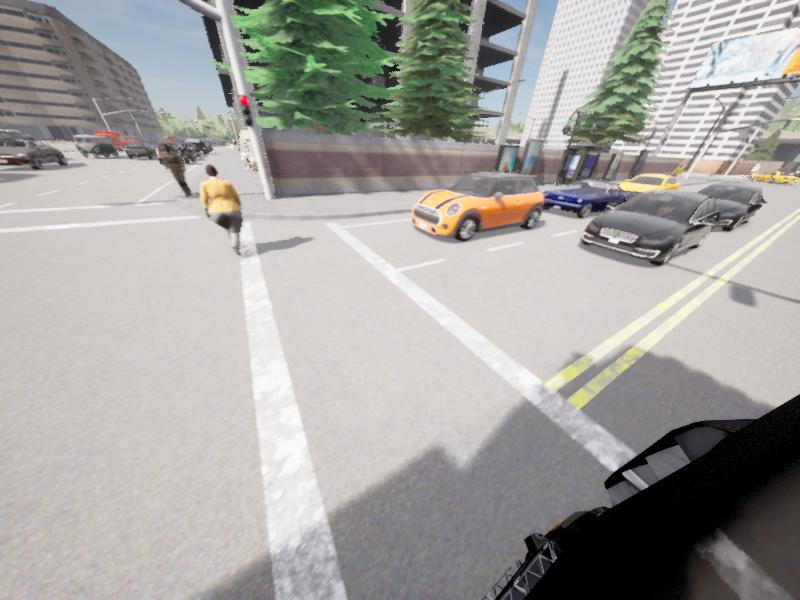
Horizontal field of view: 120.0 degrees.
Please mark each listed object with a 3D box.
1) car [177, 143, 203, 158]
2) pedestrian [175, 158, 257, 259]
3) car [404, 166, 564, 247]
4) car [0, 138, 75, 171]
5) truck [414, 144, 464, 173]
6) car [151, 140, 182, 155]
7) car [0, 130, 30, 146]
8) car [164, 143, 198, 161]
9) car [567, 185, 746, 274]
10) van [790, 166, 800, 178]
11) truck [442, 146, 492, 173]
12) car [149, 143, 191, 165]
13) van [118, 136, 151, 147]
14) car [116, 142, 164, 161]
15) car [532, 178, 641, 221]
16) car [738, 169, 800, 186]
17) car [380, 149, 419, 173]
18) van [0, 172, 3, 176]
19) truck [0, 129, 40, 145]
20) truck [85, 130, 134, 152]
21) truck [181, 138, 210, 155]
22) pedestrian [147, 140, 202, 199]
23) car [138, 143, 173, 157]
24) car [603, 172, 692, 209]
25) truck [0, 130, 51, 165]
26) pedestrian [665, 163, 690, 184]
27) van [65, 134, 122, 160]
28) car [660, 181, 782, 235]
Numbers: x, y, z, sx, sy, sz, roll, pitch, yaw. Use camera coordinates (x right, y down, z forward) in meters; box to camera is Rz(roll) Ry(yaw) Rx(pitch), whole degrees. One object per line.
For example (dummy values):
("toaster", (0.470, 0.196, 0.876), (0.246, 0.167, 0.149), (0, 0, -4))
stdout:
("car", (-28.631, -20.528, 31.608), (1.789, 1.549, 3.705), (-16, 38, -26))
("pedestrian", (-3.796, -1.944, 4.969), (0.751, 1.860, 0.751), (-14, 37, -24))
("car", (2.650, -3.269, 7.550), (4.553, 1.767, 2.097), (-16, 38, -26))
("car", (-25.484, -9.916, 15.685), (2.152, 1.651, 5.027), (-16, 38, -26))
("truck", (4.193, -16.080, 26.172), (2.615, 2.467, 5.204), (-16, 38, -26))
("car", (-35.172, -23.089, 34.964), (2.152, 1.651, 5.027), (-16, 38, -26))
("car", (-61.937, -25.023, 35.583), (4.605, 1.855, 1.932), (-16, 38, -26))
("car", (-25.208, -17.201, 26.823), (1.882, 1.535, 5.008), (-16, 38, -26))
("car", (7.418, -2.283, 6.666), (4.892, 1.490, 1.837), (-16, 38, -26))
("van", (91.964, -29.202, 52.465), (5.915, 2.561, 1.988), (-16, 38, -26))
("truck", (7.917, -17.152, 28.060), (2.615, 2.467, 5.204), (-16, 38, -26))
("car", (-21.858, -13.995, 22.138), (1.851, 1.617, 3.988), (-16, 38, -26))
("van", (-60.008, -35.850, 52.309), (4.442, 1.987, 1.775), (0, 33, -3))
("car", (-28.249, -16.340, 25.326), (2.128, 1.511, 4.902), (-16, 38, -26))
("car", (8.695, -4.797, 10.747), (4.718, 1.301, 1.895), (-16, 38, -26))
("car", (53.534, -17.842, 33.437), (1.801, 1.575, 5.366), (5, 34, 5))
("car", (-0.176, -14.566, 24.046), (1.932, 1.855, 4.605), (-16, 38, -26))
("van", (-21.814, -6.493, 10.378), (2.069, 2.038, 4.480), (-19, 39, -30))
("truck", (-63.445, -26.511, 37.560), (4.478, 2.038, 2.069), (-16, 38, -26))
("truck", (-43.470, -23.898, 34.831), (2.627, 2.467, 5.204), (-16, 38, -26))
("truck", (-32.552, -24.559, 36.945), (2.390, 2.098, 6.274), (-16, 38, -26))
("pedestrian", (-8.462, -4.918, 8.779), (0.751, 1.860, 0.751), (-15, 37, -25))
("car", (-31.516, -19.441, 29.924), (1.994, 1.385, 4.181), (-16, 38, -26))
("car", (14.693, -6.615, 13.708), (5.008, 1.535, 1.882), (-16, 38, -26))
("truck", (-31.120, -11.782, 17.683), (2.390, 2.098, 6.274), (-16, 38, -26))
("pedestrian", (28.361, -12.931, 23.634), (0.751, 1.860, 0.751), (-14, 37, -23))
("van", (-31.434, -15.836, 23.901), (1.775, 1.987, 4.442), (-16, 38, -26))
("car", (13.650, -4.071, 9.818), (4.892, 1.490, 1.837), (-16, 38, -26))
